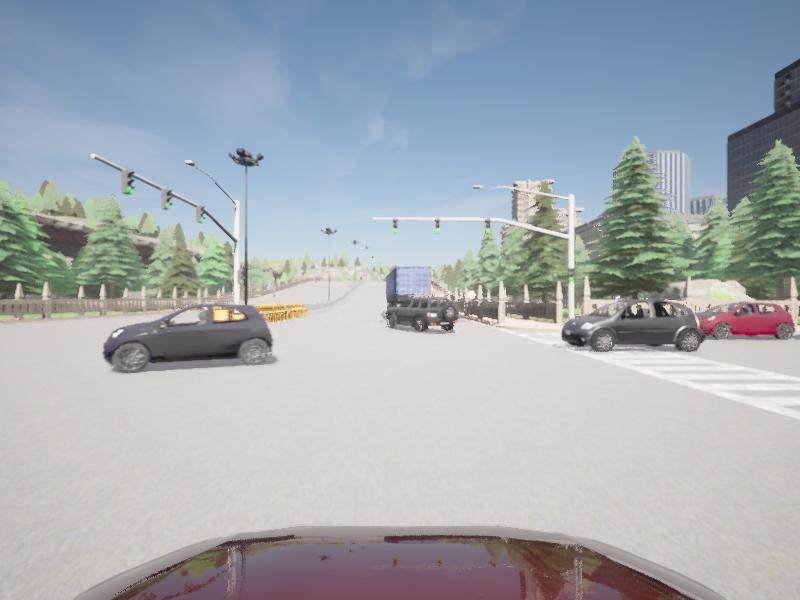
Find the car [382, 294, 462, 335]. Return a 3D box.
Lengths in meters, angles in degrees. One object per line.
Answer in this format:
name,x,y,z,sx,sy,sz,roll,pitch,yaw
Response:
car,1.029,0.670,21.218,1.932,1.855,4.605,-3,2,-32

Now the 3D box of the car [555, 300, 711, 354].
car,7.367,0.798,12.922,3.988,1.617,1.851,0,0,-3

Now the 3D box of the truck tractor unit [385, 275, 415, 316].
truck tractor unit,-0.083,-0.496,44.335,3.053,4.208,6.516,0,0,-1

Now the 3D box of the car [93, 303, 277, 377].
car,-5.016,0.835,9.794,3.633,1.501,1.845,0,0,-24

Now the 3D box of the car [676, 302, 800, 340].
car,13.950,0.839,16.659,3.633,1.501,1.845,0,0,0

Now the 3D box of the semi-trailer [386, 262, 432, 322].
semi-trailer,0.433,-0.597,36.437,2.717,4.402,14.254,0,0,-5
